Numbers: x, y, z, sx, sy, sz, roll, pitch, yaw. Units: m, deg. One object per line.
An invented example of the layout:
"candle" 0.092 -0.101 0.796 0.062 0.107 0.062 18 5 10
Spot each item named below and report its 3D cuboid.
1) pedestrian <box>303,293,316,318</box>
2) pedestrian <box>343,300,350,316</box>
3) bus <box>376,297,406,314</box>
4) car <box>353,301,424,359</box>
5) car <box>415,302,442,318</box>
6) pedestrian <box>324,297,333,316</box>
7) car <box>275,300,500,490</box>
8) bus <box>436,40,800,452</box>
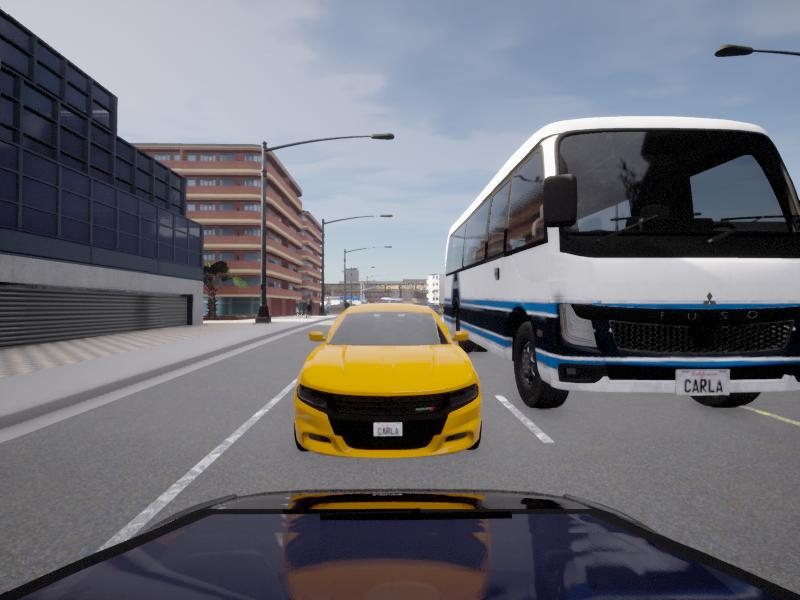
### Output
"pedestrian" -6.803 0.417 30.067 0.751 1.860 0.751 0 -1 -1
"pedestrian" -6.364 0.907 47.465 0.751 1.860 0.751 0 -1 -2
"bus" -2.120 1.556 104.619 3.944 4.253 10.273 0 -1 23
"car" -0.325 0.768 12.619 1.812 1.442 4.674 0 1 -1
"car" 2.620 0.992 37.920 2.033 1.411 5.357 0 -2 -1
"pedestrian" -7.212 0.661 40.312 0.751 1.860 0.751 0 -1 2
"car" -0.158 0.790 5.854 1.882 1.535 5.008 0 1 -1
"bus" 3.384 -0.601 9.306 3.944 4.253 10.273 0 1 -1
